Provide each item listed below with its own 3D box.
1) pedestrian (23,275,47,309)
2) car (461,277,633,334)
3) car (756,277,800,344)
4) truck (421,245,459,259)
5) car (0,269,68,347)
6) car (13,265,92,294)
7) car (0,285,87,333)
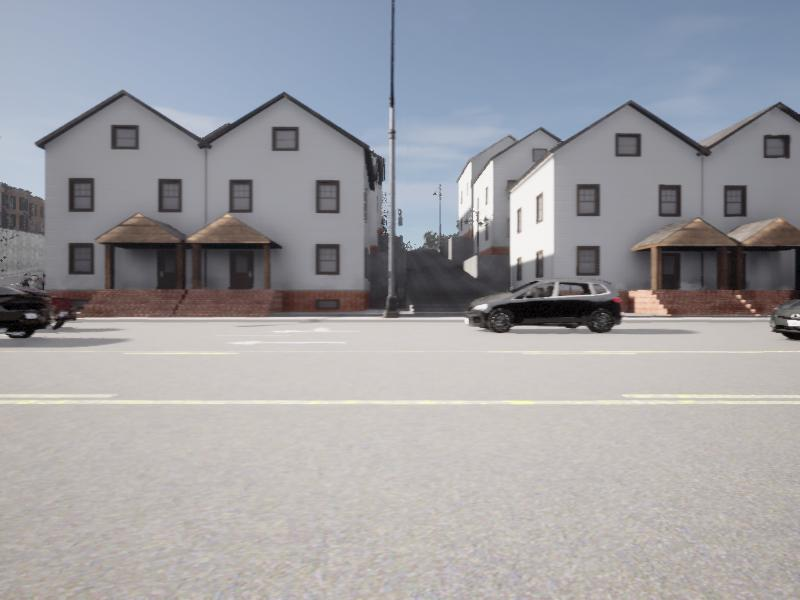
[{"bbox_3d":[-20.506,-0.427,22.494,0.751,1.860,0.751,0,0,-19],"label":"pedestrian"},{"bbox_3d":[4.424,0.157,12.680,4.611,1.667,2.242,0,0,0],"label":"car"},{"bbox_3d":[11.335,0.233,9.202,4.514,1.525,2.007,0,0,0],"label":"car"},{"bbox_3d":[6.768,-8.058,67.988,6.274,2.098,2.390,0,0,0],"label":"truck"},{"bbox_3d":[-11.071,0.166,9.208,5.238,1.638,1.930,0,0,0],"label":"car"},{"bbox_3d":[-28.356,-1.757,32.916,2.242,1.667,4.611,0,12,0],"label":"car"},{"bbox_3d":[-13.100,0.264,12.815,4.674,1.442,1.812,0,0,-1],"label":"car"}]
